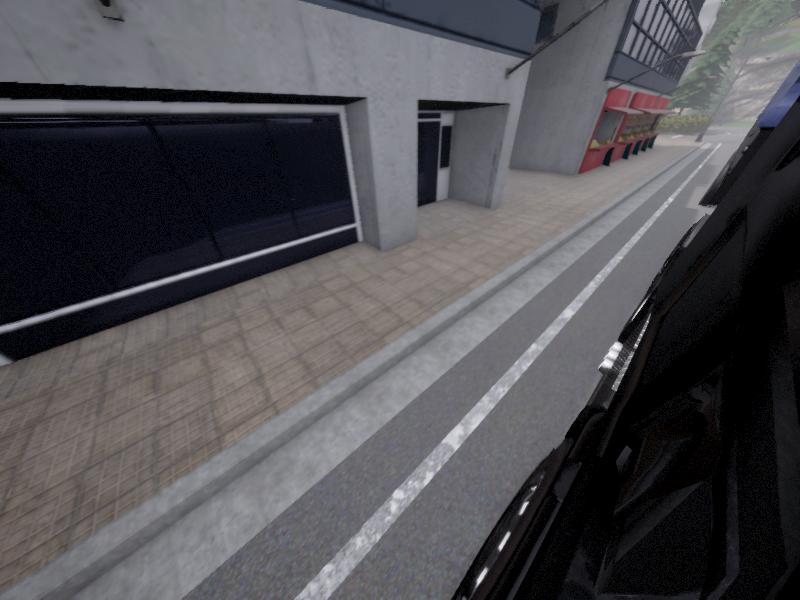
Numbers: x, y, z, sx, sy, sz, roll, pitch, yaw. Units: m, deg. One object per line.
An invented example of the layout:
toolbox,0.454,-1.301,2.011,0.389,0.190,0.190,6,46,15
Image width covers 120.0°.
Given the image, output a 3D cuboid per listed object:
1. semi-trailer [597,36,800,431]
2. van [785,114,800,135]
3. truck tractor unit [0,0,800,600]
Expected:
semi-trailer,8.732,-3.568,4.214,14.254,4.402,2.717,-28,43,-30
van,44.649,-19.266,25.168,4.442,1.987,1.775,-29,44,-31
truck tractor unit,2.645,-0.295,0.351,6.516,4.208,3.053,-28,44,-30
